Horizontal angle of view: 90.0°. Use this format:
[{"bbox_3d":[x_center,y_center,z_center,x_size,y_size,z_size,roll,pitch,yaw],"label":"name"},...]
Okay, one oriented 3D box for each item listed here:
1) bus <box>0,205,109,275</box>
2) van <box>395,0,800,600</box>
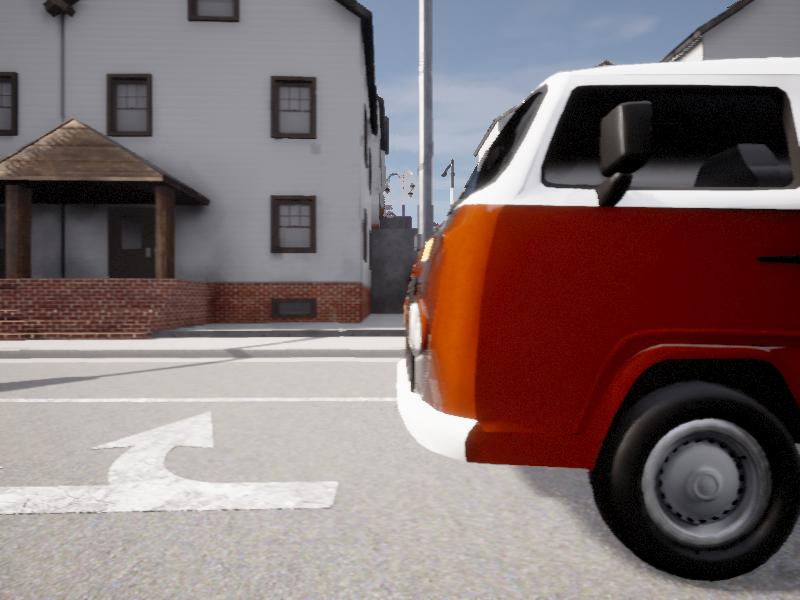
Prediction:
[{"bbox_3d":[-27.815,-4.921,30.193,3.944,4.253,10.273,0,14,-1],"label":"bus"},{"bbox_3d":[2.224,-0.029,2.221,4.480,2.038,2.069,0,0,-1],"label":"van"}]
